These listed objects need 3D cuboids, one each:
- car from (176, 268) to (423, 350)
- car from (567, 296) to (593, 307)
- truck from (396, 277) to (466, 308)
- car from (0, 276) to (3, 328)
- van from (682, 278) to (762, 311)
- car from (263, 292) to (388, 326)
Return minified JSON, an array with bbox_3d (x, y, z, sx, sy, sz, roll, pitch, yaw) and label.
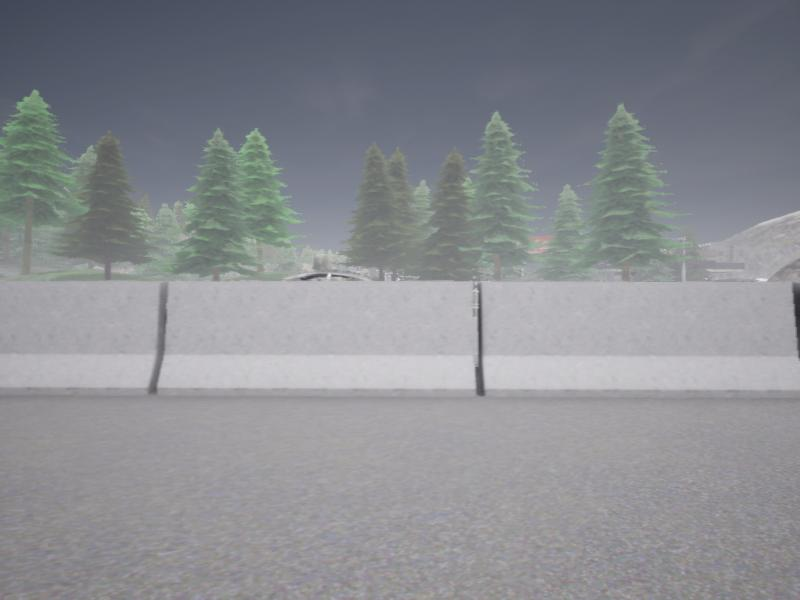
[{"bbox_3d":[-2.040,0.176,9.199,5.027,1.651,2.152,0,0,0],"label":"car"},{"bbox_3d":[26.476,0.125,59.010,2.163,1.488,4.792,0,1,6],"label":"car"},{"bbox_3d":[3.790,-0.920,49.879,8.468,3.827,2.891,0,0,0],"label":"truck"},{"bbox_3d":[-15.926,0.069,12.703,4.553,1.767,2.097,0,0,0],"label":"car"},{"bbox_3d":[26.680,-0.436,33.519,1.988,2.561,5.915,0,0,0],"label":"van"},{"bbox_3d":[-2.856,0.338,16.198,4.718,1.301,1.895,0,0,0],"label":"car"}]
